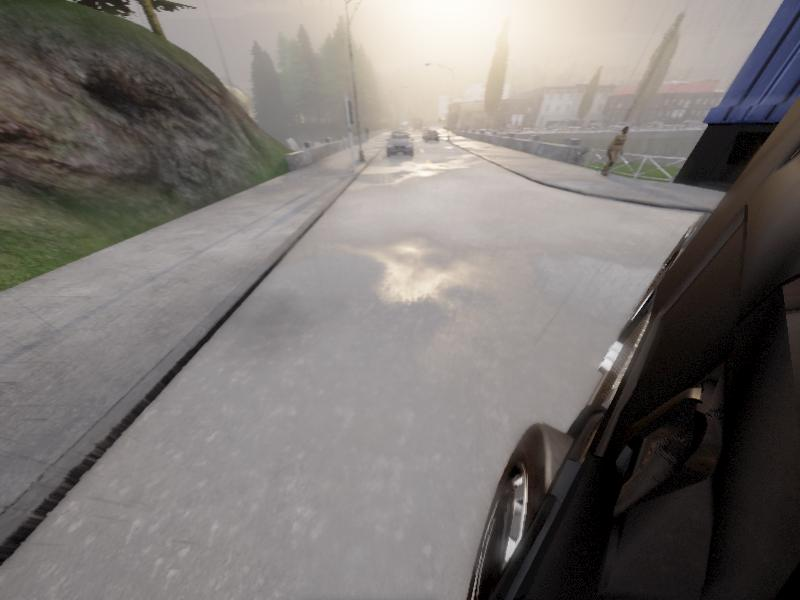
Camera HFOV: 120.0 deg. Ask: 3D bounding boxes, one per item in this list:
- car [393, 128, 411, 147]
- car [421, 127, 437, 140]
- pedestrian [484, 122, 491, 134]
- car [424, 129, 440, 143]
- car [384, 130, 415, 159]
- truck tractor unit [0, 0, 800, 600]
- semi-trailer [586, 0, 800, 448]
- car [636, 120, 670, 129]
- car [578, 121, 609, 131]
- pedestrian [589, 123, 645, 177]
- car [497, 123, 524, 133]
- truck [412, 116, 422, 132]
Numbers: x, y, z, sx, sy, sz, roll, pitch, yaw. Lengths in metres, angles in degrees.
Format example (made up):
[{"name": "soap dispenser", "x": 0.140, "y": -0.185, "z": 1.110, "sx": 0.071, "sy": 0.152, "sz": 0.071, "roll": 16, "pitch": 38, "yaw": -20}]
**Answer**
[{"name": "car", "x": 0.327, "y": -20.516, "z": 29.025, "sx": 2.033, "sy": 1.649, "sz": 4.856, "roll": 0, "pitch": 38, "yaw": 2}, {"name": "car", "x": 4.563, "y": -26.924, "z": 37.363, "sx": 2.038, "sy": 1.542, "sz": 4.974, "roll": 0, "pitch": 37, "yaw": 2}, {"name": "pedestrian", "x": 17.179, "y": -33.595, "z": 45.230, "sx": 0.751, "sy": 1.860, "sz": 0.751, "roll": 0, "pitch": 37, "yaw": 2}, {"name": "car", "x": 4.410, "y": -22.892, "z": 32.140, "sx": 1.816, "sy": 1.474, "sz": 4.193, "roll": 0, "pitch": 37, "yaw": 2}, {"name": "car", "x": 0.036, "y": -13.078, "z": 19.272, "sx": 2.242, "sy": 1.667, "sz": 4.611, "roll": 0, "pitch": 37, "yaw": 2}, {"name": "truck tractor unit", "x": 2.645, "y": -0.295, "z": 0.351, "sx": 6.516, "sy": 4.208, "sz": 3.053, "roll": -28, "pitch": 44, "yaw": -30}, {"name": "semi-trailer", "x": 10.028, "y": -1.884, "z": 2.039, "sx": 14.254, "sy": 4.402, "sz": 2.717, "roll": -7, "pitch": 37, "yaw": -8}, {"name": "car", "x": 59.322, "y": -41.188, "z": 54.273, "sx": 5.238, "sy": 1.638, "sz": 1.930, "roll": 0, "pitch": 37, "yaw": 2}, {"name": "car", "x": 45.662, "y": -41.176, "z": 54.671, "sx": 5.238, "sy": 1.638, "sz": 1.930, "roll": 0, "pitch": 37, "yaw": 2}, {"name": "pedestrian", "x": 9.011, "y": -6.269, "z": 9.713, "sx": 0.751, "sy": 1.860, "sz": 0.751, "roll": 0, "pitch": 37, "yaw": 2}, {"name": "car", "x": 26.329, "y": -41.152, "z": 55.237, "sx": 5.027, "sy": 1.651, "sz": 2.152, "roll": 0, "pitch": 37, "yaw": 2}, {"name": "truck", "x": 5.711, "y": -58.497, "z": 76.732, "sx": 2.891, "sy": 3.827, "sz": 8.468, "roll": 0, "pitch": 37, "yaw": 2}]
